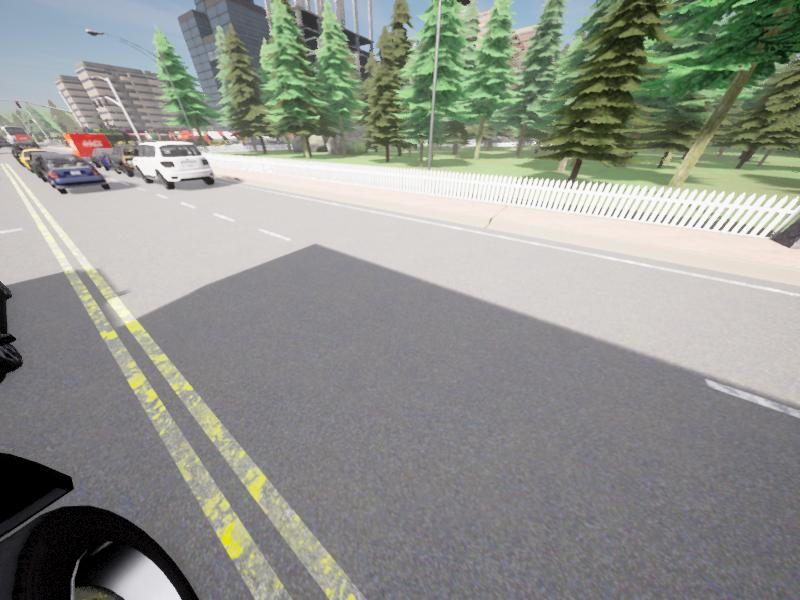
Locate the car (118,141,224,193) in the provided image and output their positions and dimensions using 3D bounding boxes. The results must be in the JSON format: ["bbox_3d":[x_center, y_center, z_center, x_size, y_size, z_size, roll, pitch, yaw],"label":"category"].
[{"bbox_3d":[-12.605,-7.486,12.714,5.566,2.045,2.150,22,40,27],"label":"car"}]

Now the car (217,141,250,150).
[{"bbox_3d":[-35.106,-32.702,48.869,2.038,1.542,4.974,21,40,26],"label":"car"}]

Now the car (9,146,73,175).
[{"bbox_3d":[-27.502,-10.754,17.674,5.366,1.575,1.801,22,40,27],"label":"car"}]

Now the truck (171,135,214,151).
[{"bbox_3d":[-41.240,-31.352,46.105,2.627,2.467,5.204,20,39,26],"label":"truck"}]

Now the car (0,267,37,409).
[{"bbox_3d":[-6.037,0.227,2.306,3.806,1.475,1.970,22,40,28],"label":"car"}]

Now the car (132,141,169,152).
[{"bbox_3d":[-44.991,-27.756,41.712,1.851,1.617,3.988,22,41,28],"label":"car"}]

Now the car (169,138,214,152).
[{"bbox_3d":[-39.152,-29.325,43.595,2.150,2.045,5.566,21,40,26],"label":"car"}]

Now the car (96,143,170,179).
[{"bbox_3d":[-18.593,-9.788,16.096,4.605,1.855,1.932,22,40,27],"label":"car"}]

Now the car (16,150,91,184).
[{"bbox_3d":[-21.737,-8.428,14.493,4.193,1.474,1.816,22,40,27],"label":"car"}]

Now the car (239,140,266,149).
[{"bbox_3d":[-34.755,-36.770,54.552,2.033,1.649,4.856,21,40,26],"label":"car"}]

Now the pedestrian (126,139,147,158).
[{"bbox_3d":[-30.610,-17.643,26.896,0.751,1.860,0.751,22,40,27],"label":"pedestrian"}]

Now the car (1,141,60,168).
[{"bbox_3d":[-33.318,-13.180,20.827,4.605,1.855,1.932,22,40,27],"label":"car"}]

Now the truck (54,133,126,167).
[{"bbox_3d":[-29.251,-14.250,21.859,5.204,2.467,2.627,22,40,27],"label":"truck"}]

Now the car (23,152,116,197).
[{"bbox_3d":[-16.517,-6.396,11.568,3.705,1.549,1.789,22,40,27],"label":"car"}]

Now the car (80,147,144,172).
[{"bbox_3d":[-23.986,-11.760,19.211,4.792,1.488,2.163,22,40,27],"label":"car"}]
